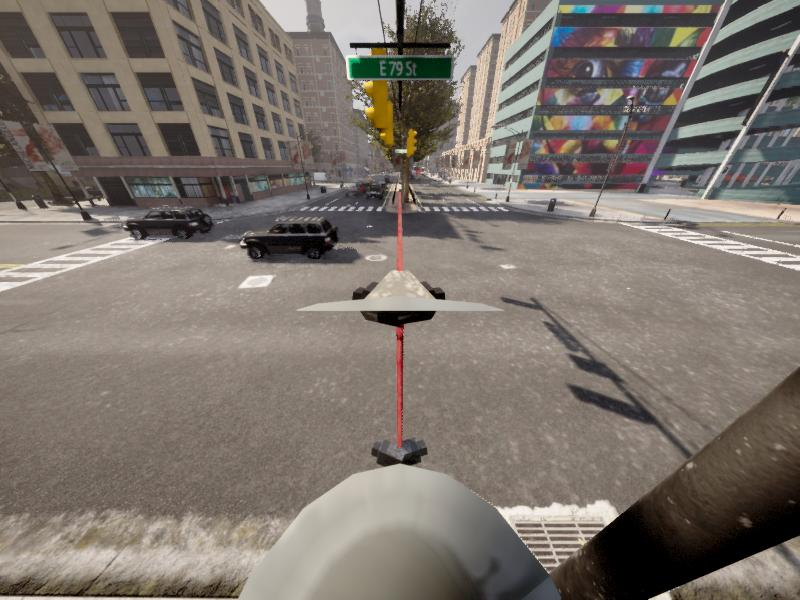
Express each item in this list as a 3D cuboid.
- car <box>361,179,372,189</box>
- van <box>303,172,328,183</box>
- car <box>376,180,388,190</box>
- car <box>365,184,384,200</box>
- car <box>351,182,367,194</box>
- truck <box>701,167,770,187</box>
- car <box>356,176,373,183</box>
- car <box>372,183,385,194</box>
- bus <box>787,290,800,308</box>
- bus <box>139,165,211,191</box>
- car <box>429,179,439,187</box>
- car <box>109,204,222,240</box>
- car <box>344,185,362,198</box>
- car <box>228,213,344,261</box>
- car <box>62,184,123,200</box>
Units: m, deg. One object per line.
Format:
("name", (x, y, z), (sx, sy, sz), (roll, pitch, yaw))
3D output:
("car", (-7.218, -25.392, 50.491), (1.837, 1.490, 4.892), (-1, 30, -2))
("van", (-23.919, -34.664, 65.501), (5.915, 2.561, 1.988), (-1, 30, -2))
("car", (-3.659, -23.574, 47.328), (2.128, 1.511, 4.902), (0, 30, 0))
("car", (-3.698, -15.908, 33.887), (2.242, 1.667, 4.611), (0, 30, 0))
("car", (-7.178, -20.111, 41.312), (2.007, 1.525, 4.514), (0, 30, 0))
("truck", (78.609, -29.132, 54.631), (2.891, 3.827, 8.468), (0, 30, 0))
("car", (-10.493, -36.207, 69.135), (1.801, 1.575, 5.366), (20, 36, 31))
("car", (-3.683, -19.398, 40.235), (1.994, 1.385, 4.181), (0, 30, 0))
("bus", (18.263, -0.737, 5.032), (10.273, 4.253, 3.944), (0, 30, 0))
("bus", (-45.255, -25.181, 47.367), (3.944, 4.253, 10.273), (0, 30, 0))
("car", (7.865, -27.575, 54.236), (1.845, 1.501, 3.633), (0, 30, 0))
("car", (-14.748, -5.013, 14.809), (4.605, 1.855, 1.932), (0, 30, 0))
("car", (-7.151, -16.750, 35.573), (1.812, 1.442, 4.674), (0, 30, 0))
("car", (-5.476, -3.233, 11.722), (4.605, 1.855, 1.932), (0, 30, 1))
("car", (-45.142, -16.058, 34.177), (1.930, 1.638, 5.238), (0, 30, 0))
